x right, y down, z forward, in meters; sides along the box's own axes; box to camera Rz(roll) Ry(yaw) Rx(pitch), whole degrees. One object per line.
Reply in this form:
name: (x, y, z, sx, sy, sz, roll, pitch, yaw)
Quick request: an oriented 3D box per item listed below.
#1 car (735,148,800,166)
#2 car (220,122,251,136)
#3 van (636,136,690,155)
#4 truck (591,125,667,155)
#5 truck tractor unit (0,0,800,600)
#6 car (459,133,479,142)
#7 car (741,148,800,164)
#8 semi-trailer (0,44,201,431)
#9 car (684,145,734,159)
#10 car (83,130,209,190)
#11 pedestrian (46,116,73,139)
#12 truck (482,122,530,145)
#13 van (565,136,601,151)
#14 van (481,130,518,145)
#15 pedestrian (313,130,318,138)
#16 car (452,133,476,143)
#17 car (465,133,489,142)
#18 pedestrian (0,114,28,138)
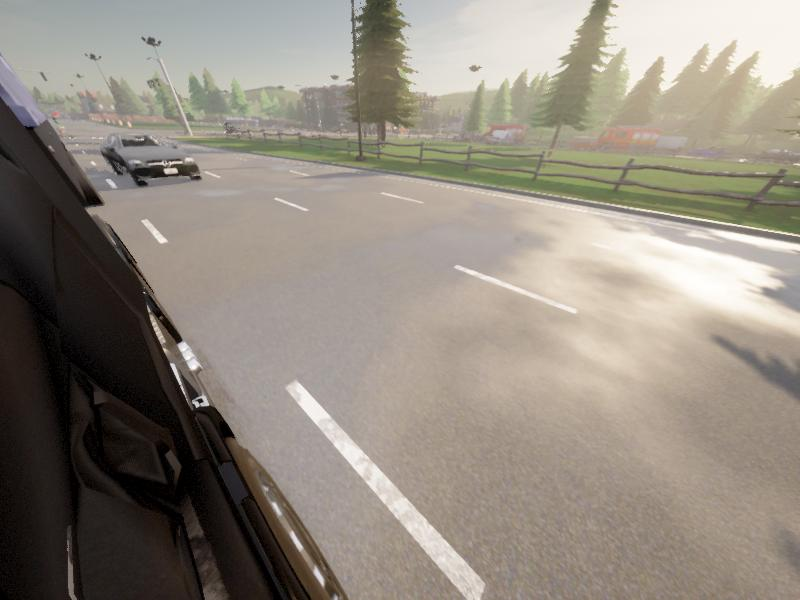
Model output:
car: (49.492, -19.204, 30.966, 4.892, 1.490, 1.837, 29, 44, 30)
car: (-29.950, -31.270, 42.253, 1.905, 1.878, 3.866, 29, 44, 31)
van: (48.190, -28.591, 42.559, 5.915, 2.561, 1.988, 28, 44, 30)
truck: (39.671, -28.173, 40.471, 8.468, 3.827, 2.891, 28, 44, 30)
truck tractor unit: (-2.645, -0.295, 0.351, 6.516, 4.208, 3.053, 28, 44, 30)
car: (16.802, -39.514, 56.216, 3.988, 1.617, 1.851, 28, 44, 30)
car: (55.507, -21.494, 34.340, 5.008, 1.535, 1.882, 28, 44, 30)
semi-trailer: (-8.700, -3.586, 4.251, 14.254, 4.402, 2.717, 28, 44, 30)
car: (50.313, -24.248, 37.740, 4.514, 1.525, 2.007, 27, 43, 29)
car: (-10.896, -6.165, 9.924, 5.027, 1.651, 2.152, 25, 42, 27)
pedestrian: (-35.884, -18.182, 24.358, 0.751, 1.860, 0.751, 25, 42, 27)
truck: (23.247, -36.974, 51.320, 8.468, 3.827, 2.891, 28, 44, 30)
van: (32.958, -28.265, 41.748, 4.442, 1.987, 1.775, 28, 44, 30)
van: (21.169, -34.763, 49.414, 6.366, 2.431, 2.351, 28, 44, 30)
pedestrian: (-15.365, -30.059, 41.832, 0.500, 1.100, 0.500, 31, 45, 33)
car: (14.833, -37.827, 53.828, 4.856, 1.649, 2.033, 28, 44, 30)
car: (19.375, -40.883, 58.186, 5.027, 1.651, 2.152, 28, 44, 30)
pedestrian: (-38.359, -17.188, 22.885, 0.751, 1.860, 0.751, 24, 42, 27)
